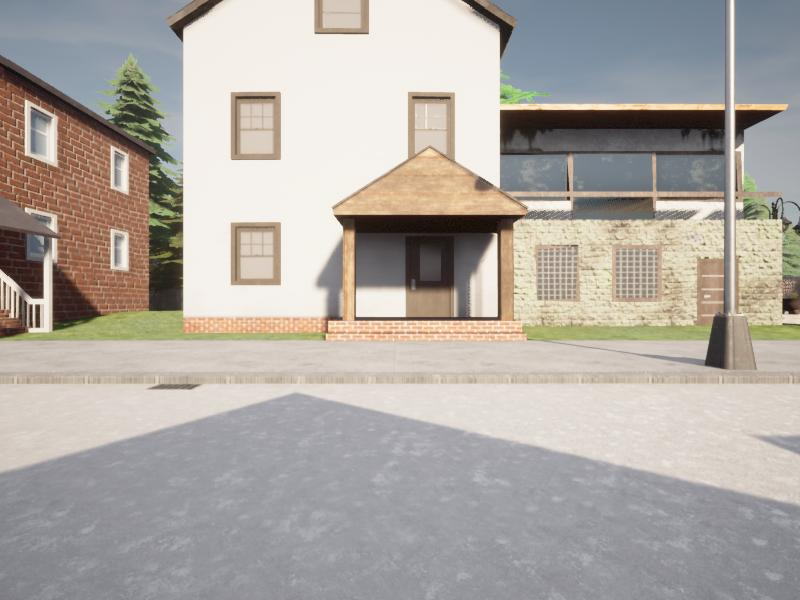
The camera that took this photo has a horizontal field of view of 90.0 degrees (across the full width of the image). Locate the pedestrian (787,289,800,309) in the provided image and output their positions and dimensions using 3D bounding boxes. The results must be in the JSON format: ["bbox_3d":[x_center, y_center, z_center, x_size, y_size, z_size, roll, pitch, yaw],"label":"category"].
[{"bbox_3d":[36.321,-0.076,36.808,0.751,1.860,0.751,0,0,0],"label":"pedestrian"}]

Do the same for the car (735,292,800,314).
[{"bbox_3d":[26.980,0.215,29.319,1.789,1.549,3.705,0,0,0],"label":"car"}]
